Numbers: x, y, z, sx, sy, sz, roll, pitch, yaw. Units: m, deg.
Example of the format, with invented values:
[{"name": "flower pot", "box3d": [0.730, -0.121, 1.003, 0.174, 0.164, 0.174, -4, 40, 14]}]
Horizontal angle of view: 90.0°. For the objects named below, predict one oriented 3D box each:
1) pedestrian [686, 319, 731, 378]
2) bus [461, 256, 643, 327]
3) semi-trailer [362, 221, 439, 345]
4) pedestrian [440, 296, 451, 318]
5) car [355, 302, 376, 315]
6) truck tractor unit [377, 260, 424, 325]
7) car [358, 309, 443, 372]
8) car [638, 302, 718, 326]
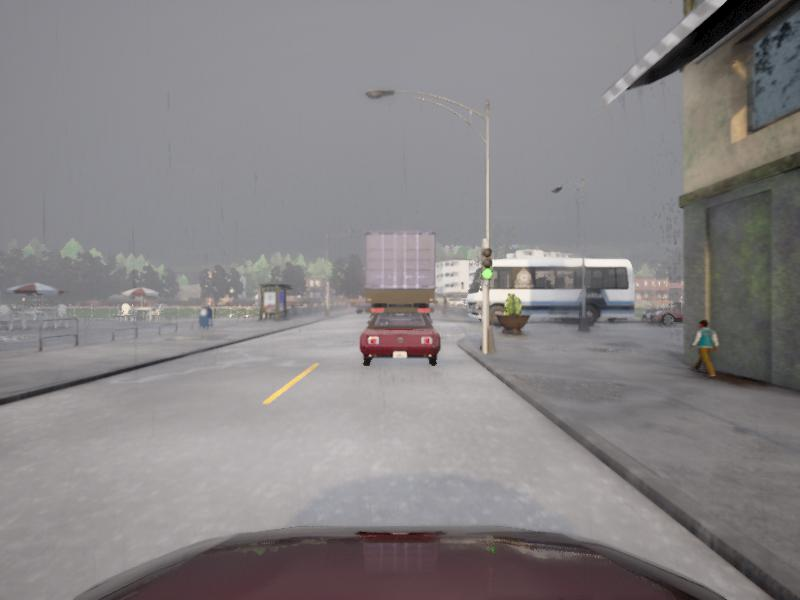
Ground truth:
[{"name": "pedestrian", "box3d": [6.015, 0.924, 7.821, 0.500, 1.100, 0.500, 0, 0, 0]}, {"name": "bus", "box3d": [9.402, -0.502, 25.882, 10.273, 4.253, 3.944, 0, 0, -1]}, {"name": "semi-trailer", "box3d": [0.019, -0.591, 21.325, 2.717, 4.402, 14.254, 0, 0, 0]}, {"name": "pedestrian", "box3d": [3.807, 0.566, 33.595, 0.751, 1.860, 0.751, 0, 0, 21]}, {"name": "car", "box3d": [-3.957, 0.952, 46.546, 2.033, 1.411, 5.357, 0, 0, 0]}, {"name": "truck tractor unit", "box3d": [0.020, -0.486, 29.238, 3.053, 4.208, 6.516, 0, 0, 0]}, {"name": "car", "box3d": [0.007, 0.958, 11.299, 1.895, 1.301, 4.718, 0, 0, 0]}, {"name": "car", "box3d": [18.020, 0.886, 26.062, 3.806, 1.475, 1.970, 0, 0, 0]}]
